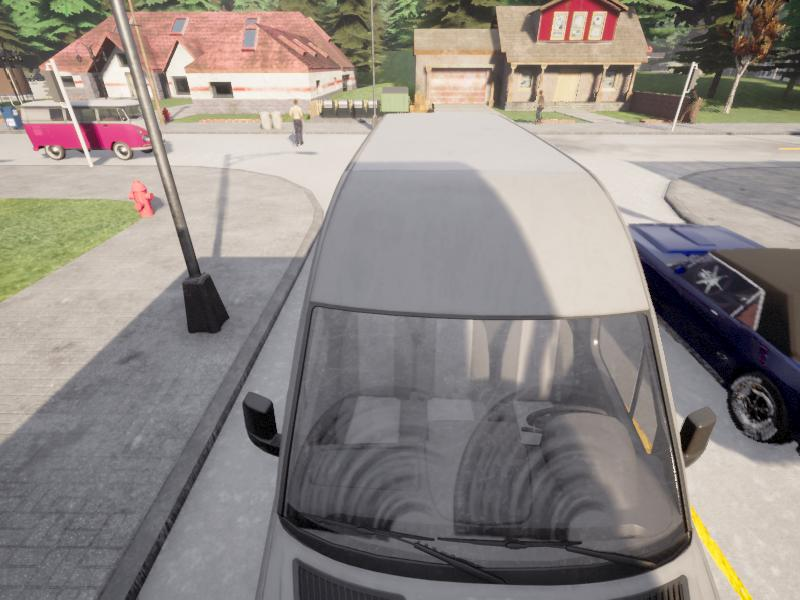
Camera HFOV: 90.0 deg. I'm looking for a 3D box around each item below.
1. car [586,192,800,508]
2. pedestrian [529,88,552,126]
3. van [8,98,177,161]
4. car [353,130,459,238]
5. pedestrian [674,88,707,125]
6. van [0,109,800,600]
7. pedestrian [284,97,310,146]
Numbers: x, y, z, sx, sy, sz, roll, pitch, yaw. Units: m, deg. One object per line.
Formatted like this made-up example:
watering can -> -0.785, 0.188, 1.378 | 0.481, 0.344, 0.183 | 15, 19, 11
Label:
car -> 4.183, 0.034, 4.676 | 1.895, 1.301, 4.718 | 1, 30, 1
pedestrian -> 7.869, -10.823, 22.458 | 0.751, 1.860, 0.751 | -1, 30, -2
van -> -11.350, -6.450, 15.095 | 4.442, 1.987, 1.775 | 0, 30, 1
car -> -0.056, -2.928, 9.493 | 1.789, 1.549, 3.705 | -5, 31, -8
pedestrian -> 16.502, -10.989, 22.742 | 0.751, 1.860, 0.751 | 1, 30, 2
van -> 0.419, 0.049, 3.431 | 1.988, 2.561, 5.915 | 1, 30, 2
pedestrian -> -4.421, -7.700, 17.314 | 0.751, 1.860, 0.751 | -2, 30, -3
